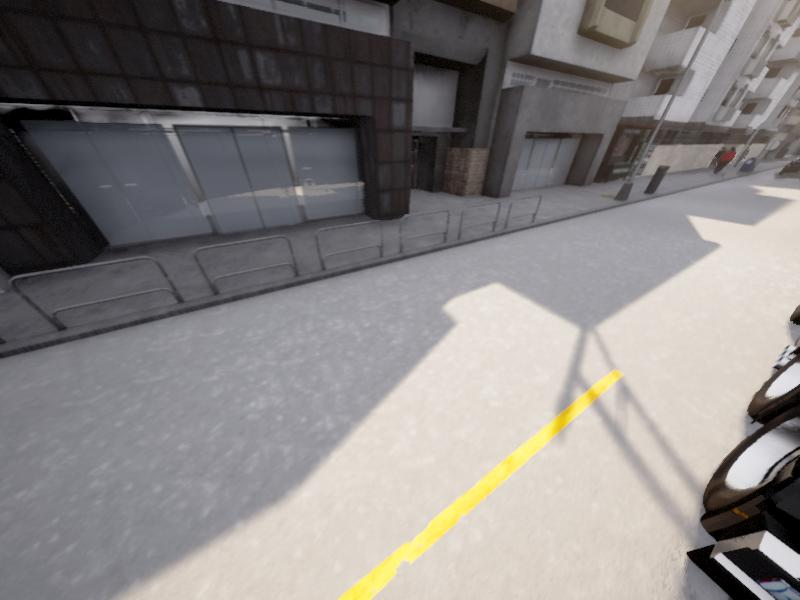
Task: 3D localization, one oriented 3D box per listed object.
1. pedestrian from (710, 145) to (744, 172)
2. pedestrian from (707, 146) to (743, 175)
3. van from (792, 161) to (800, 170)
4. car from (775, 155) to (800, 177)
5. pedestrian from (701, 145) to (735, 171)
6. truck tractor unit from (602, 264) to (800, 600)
[{"bbox_3d":[27.801,-12.050,19.684,0.751,1.860,0.751,-15,38,-21],"label":"pedestrian"},{"bbox_3d":[24.815,-10.650,17.650,0.751,1.860,0.751,-22,41,-29],"label":"pedestrian"},{"bbox_3d":[40.986,-13.736,22.278,4.480,2.038,2.069,-18,39,-24],"label":"van"},{"bbox_3d":[32.965,-10.818,18.675,4.718,1.301,1.895,-18,39,-24],"label":"car"},{"bbox_3d":[27.877,-12.457,20.271,0.751,1.860,0.751,-11,36,-16],"label":"pedestrian"},{"bbox_3d":[5.110,-0.301,0.788,6.516,4.208,3.053,-18,39,-24],"label":"truck tractor unit"}]
